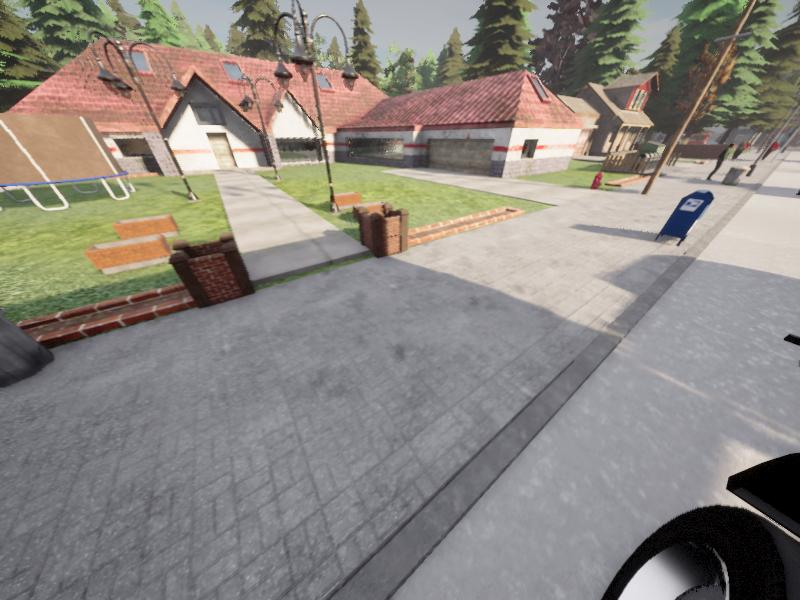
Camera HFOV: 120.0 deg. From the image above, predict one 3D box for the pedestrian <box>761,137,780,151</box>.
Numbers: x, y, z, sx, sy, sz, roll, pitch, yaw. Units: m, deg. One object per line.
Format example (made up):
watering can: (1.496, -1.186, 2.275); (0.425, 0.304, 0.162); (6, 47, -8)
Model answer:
pedestrian: (61.928, -26.060, 38.622); (0.751, 1.860, 0.751); (29, 45, 35)

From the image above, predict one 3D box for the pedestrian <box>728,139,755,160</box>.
pedestrian: (36.388, -16.075, 24.623); (0.751, 1.860, 0.751); (-22, 41, -28)

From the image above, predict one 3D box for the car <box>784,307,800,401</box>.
car: (6.554, 0.043, 2.299); (4.605, 1.855, 1.932); (-19, 40, -27)

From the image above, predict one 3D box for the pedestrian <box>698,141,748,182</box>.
pedestrian: (17.996, -7.745, 12.934); (0.751, 1.860, 0.751); (26, 43, 32)

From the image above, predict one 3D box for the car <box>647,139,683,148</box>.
car: (61.115, -36.177, 53.346); (2.152, 1.651, 5.027); (-22, 41, -28)

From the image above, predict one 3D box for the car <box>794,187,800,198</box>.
car: (19.584, -5.474, 9.917); (3.866, 1.878, 1.905); (-21, 40, -27)

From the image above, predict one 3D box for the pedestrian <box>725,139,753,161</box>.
pedestrian: (34.656, -15.357, 23.617); (0.751, 1.860, 0.751); (-23, 41, -28)

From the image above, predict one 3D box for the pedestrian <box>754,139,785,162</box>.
pedestrian: (35.906, -14.563, 22.489); (0.751, 1.860, 0.751); (-21, 40, -27)

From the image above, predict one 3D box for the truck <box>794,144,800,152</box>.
truck: (71.185, -25.905, 38.379); (6.274, 2.098, 2.390); (-1, 35, -2)
